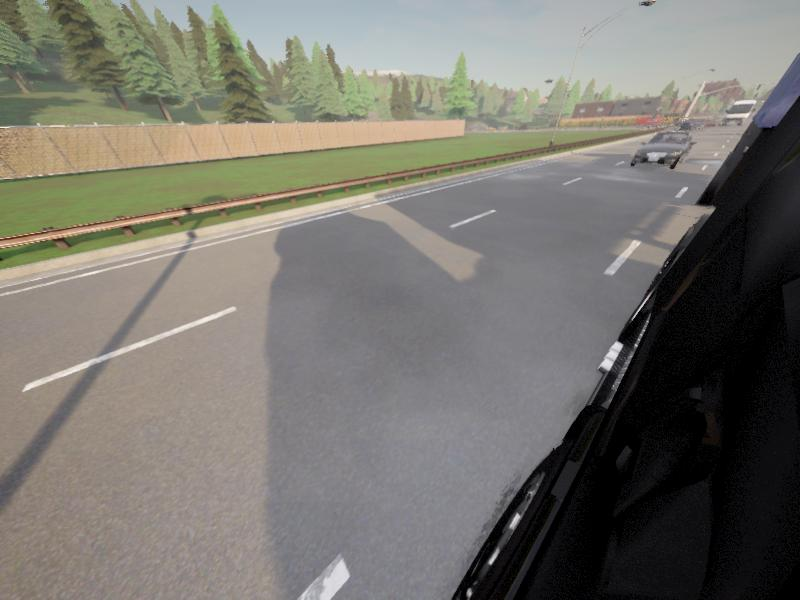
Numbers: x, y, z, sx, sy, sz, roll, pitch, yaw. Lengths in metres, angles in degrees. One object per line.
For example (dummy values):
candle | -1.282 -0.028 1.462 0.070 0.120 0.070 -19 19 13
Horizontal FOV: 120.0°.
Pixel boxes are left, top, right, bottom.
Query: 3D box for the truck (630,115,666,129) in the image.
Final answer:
truck | 62.966 -45.283 58.786 2.627 2.467 5.204 -27 43 -30

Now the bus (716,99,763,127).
bus | 74.312 -40.855 50.619 10.273 4.253 3.944 -28 43 -30

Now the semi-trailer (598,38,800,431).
semi-trailer | 8.700 -3.585 4.252 14.254 4.402 2.717 -28 43 -30

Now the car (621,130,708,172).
car | 14.476 -8.239 12.620 4.902 1.511 2.128 -29 44 -31

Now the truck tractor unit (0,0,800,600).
truck tractor unit | 2.645 -0.295 0.351 6.516 4.208 3.053 -28 44 -30

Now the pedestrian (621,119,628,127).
pedestrian | 69.891 -55.185 71.933 0.751 1.860 0.751 -28 43 -30
